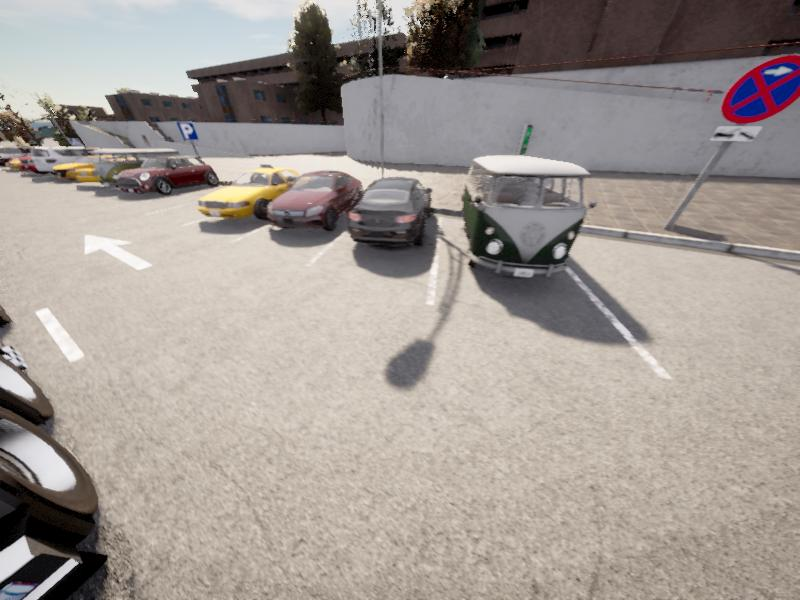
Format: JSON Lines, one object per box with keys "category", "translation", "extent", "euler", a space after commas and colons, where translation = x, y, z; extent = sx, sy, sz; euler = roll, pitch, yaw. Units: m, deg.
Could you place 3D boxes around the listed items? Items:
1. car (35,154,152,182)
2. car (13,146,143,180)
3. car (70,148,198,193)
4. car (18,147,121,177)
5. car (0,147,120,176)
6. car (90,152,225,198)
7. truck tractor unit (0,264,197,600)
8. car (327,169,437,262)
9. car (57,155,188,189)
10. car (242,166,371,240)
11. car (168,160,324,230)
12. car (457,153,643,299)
{"category": "car", "translation": [-23.282, -10.385, 17.967], "extent": [2.097, 1.535, 5.008], "euler": [6, 35, 8]}
{"category": "car", "translation": [-25.862, -11.436, 19.086], "extent": [2.435, 2.045, 5.566], "euler": [5, 34, 9]}
{"category": "car", "translation": [-15.569, -8.004, 14.030], "extent": [1.878, 1.987, 4.442], "euler": [6, 34, 8]}
{"category": "car", "translation": [-28.457, -12.158, 20.227], "extent": [1.878, 1.987, 4.442], "euler": [6, 34, 8]}
{"category": "car", "translation": [-31.015, -13.045, 21.531], "extent": [2.435, 2.045, 5.566], "euler": [6, 34, 8]}
{"category": "car", "translation": [-12.968, -7.168, 12.969], "extent": [2.185, 1.767, 4.553], "euler": [6, 34, 8]}
{"category": "truck tractor unit", "translation": [-5.123, -0.286, 0.788], "extent": [6.516, 4.208, 3.053], "euler": [18, 39, 24]}
{"category": "car", "translation": [-0.093, -2.838, 6.850], "extent": [2.002, 1.452, 4.674], "euler": [5, 34, 8]}
{"category": "car", "translation": [-18.104, -8.822, 15.639], "extent": [1.946, 1.575, 5.366], "euler": [5, 34, 9]}
{"category": "car", "translation": [-2.663, -3.675, 8.091], "extent": [2.002, 1.452, 4.674], "euler": [6, 34, 8]}
{"category": "car", "translation": [-5.273, -4.442, 9.150], "extent": [1.946, 1.575, 5.366], "euler": [6, 34, 8]}
{"category": "car", "translation": [2.472, -2.160, 5.370], "extent": [1.878, 1.987, 4.442], "euler": [6, 34, 8]}
